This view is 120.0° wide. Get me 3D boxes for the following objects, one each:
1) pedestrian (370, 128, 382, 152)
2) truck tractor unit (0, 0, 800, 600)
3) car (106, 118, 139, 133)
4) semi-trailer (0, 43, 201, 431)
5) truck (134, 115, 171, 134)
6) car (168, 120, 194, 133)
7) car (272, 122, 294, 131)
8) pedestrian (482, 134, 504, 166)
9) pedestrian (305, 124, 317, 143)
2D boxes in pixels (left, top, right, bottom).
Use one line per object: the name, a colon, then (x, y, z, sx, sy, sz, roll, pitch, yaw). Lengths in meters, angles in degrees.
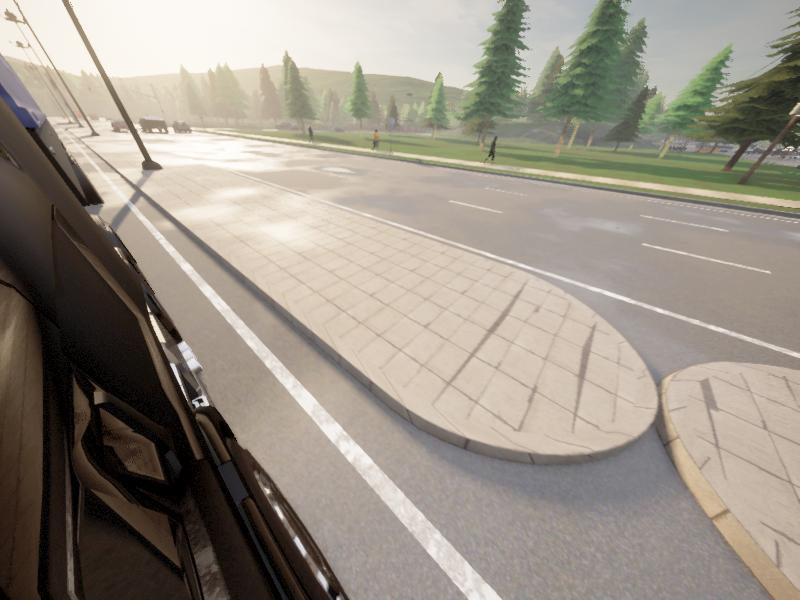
pedestrian: (-2.334, -15.525, 22.382, 0.751, 1.860, 0.751, 29, 44, 31)
truck tractor unit: (-2.645, -0.295, 0.351, 6.516, 4.208, 3.053, 28, 44, 30)
car: (-41.895, -26.389, 34.892, 5.027, 1.651, 2.152, 28, 44, 30)
semi-trailer: (-8.692, -3.611, 4.232, 14.254, 4.402, 2.717, 28, 44, 30)
truck: (-39.344, -27.965, 36.760, 6.274, 2.098, 2.390, 28, 44, 30)
car: (-37.062, -29.285, 39.077, 3.988, 1.617, 1.851, 28, 44, 30)
car: (-36.460, -54.369, 72.251, 2.150, 2.045, 5.566, 28, 44, 30)
pedestrian: (6.589, -10.664, 16.451, 0.751, 1.860, 0.751, 30, 44, 31)
pedestrian: (-10.784, -20.126, 27.993, 0.751, 1.860, 0.751, 29, 44, 30)
